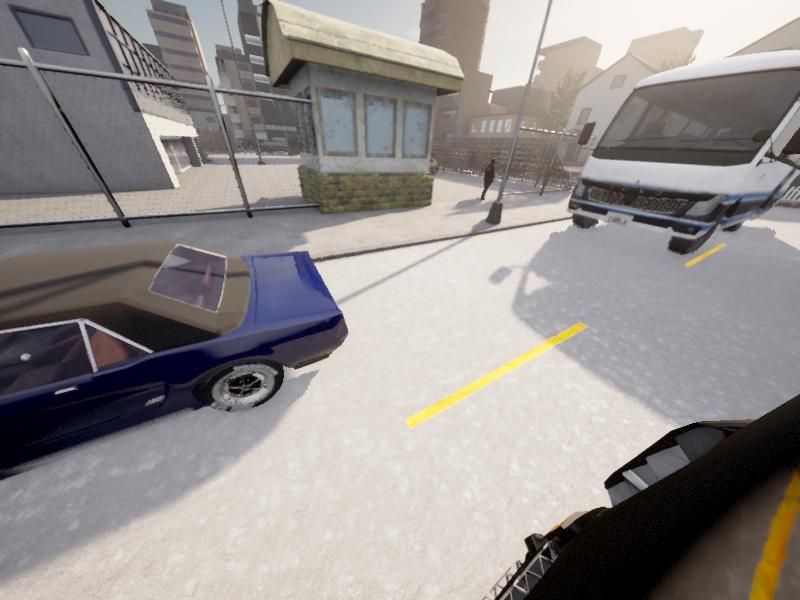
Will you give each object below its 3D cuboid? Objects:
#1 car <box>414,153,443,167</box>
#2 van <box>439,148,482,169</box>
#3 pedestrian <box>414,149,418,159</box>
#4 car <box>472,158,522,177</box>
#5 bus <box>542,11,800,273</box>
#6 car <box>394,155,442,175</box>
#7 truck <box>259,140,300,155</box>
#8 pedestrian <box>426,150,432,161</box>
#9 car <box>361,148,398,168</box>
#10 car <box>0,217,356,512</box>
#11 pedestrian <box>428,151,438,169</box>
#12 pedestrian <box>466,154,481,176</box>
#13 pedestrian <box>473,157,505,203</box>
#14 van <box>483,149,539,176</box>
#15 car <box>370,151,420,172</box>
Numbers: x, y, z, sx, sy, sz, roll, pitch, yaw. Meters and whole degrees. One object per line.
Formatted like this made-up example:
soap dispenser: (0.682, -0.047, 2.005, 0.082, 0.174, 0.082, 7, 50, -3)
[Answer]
car: (4.366, -22.016, 36.231, 2.038, 1.542, 4.974, -14, 38, -24)
van: (9.167, -22.146, 36.012, 2.351, 2.431, 6.366, -17, 38, -27)
pedestrian: (3.518, -31.768, 50.360, 0.751, 1.860, 0.751, 0, 34, -4)
car: (11.058, -15.336, 26.702, 2.128, 1.511, 4.902, -16, 38, -26)
bus: (10.533, -4.509, 7.836, 10.273, 4.253, 3.944, -14, 37, -27)
car: (1.746, -12.965, 22.216, 4.193, 1.474, 1.816, -16, 38, -26)
truck: (-22.621, -28.684, 43.584, 6.274, 2.098, 2.390, -15, 38, -26)
pedestrian: (6.008, -29.763, 47.533, 0.751, 1.860, 0.751, -24, 42, -34)
car: (-2.413, -16.691, 27.193, 3.866, 1.878, 1.905, -16, 38, -26)
car: (-3.001, 0.387, 1.979, 4.718, 1.301, 1.895, -15, 37, -25)
pedestrian: (4.100, -17.306, 28.561, 0.751, 1.860, 0.751, -7, 35, -15)
pedestrian: (7.303, -13.515, 23.096, 0.751, 1.860, 0.751, -10, 36, -19)
pedestrian: (4.258, -5.802, 11.188, 0.751, 1.860, 0.751, -12, 37, -22)
van: (13.832, -17.513, 29.286, 1.988, 2.561, 5.915, -17, 38, -27)
car: (-0.480, -14.413, 24.100, 4.611, 1.667, 2.242, -16, 38, -26)
